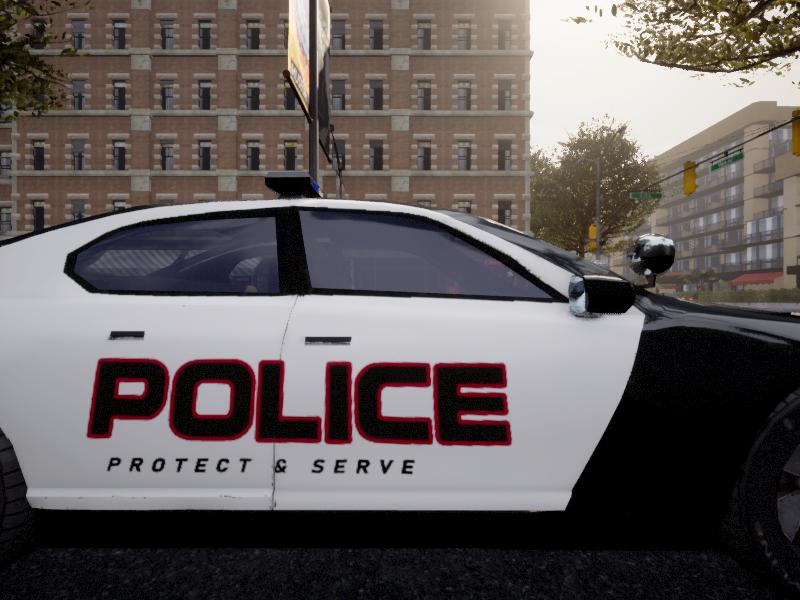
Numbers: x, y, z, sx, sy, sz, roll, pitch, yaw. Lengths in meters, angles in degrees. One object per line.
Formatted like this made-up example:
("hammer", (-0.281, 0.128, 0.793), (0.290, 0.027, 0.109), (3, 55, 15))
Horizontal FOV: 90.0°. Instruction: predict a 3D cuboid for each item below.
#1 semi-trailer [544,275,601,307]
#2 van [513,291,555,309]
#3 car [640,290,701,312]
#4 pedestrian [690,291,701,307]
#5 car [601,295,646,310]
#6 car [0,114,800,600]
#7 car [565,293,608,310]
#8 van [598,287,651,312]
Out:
("semi-trailer", (26.357, -1.221, 62.223), (2.717, 4.402, 14.254), (0, 0, 0))
("van", (15.893, -0.002, 47.523), (4.442, 1.987, 1.775), (0, 0, 38))
("car", (23.006, 0.094, 34.242), (2.097, 1.767, 4.553), (0, 0, 0))
("pedestrian", (35.661, -0.116, 48.200), (0.751, 1.860, 0.751), (0, 0, -8))
("car", (22.968, 0.244, 41.298), (1.837, 1.490, 4.892), (0, 0, 0))
("car", (-0.057, 0.226, 2.190), (4.974, 1.542, 2.038), (0, 0, 0))
("car", (19.468, 0.180, 41.974), (2.152, 1.651, 5.027), (0, 0, 0))
("van", (19.501, -0.029, 35.025), (2.069, 2.038, 4.480), (0, 0, 0))
